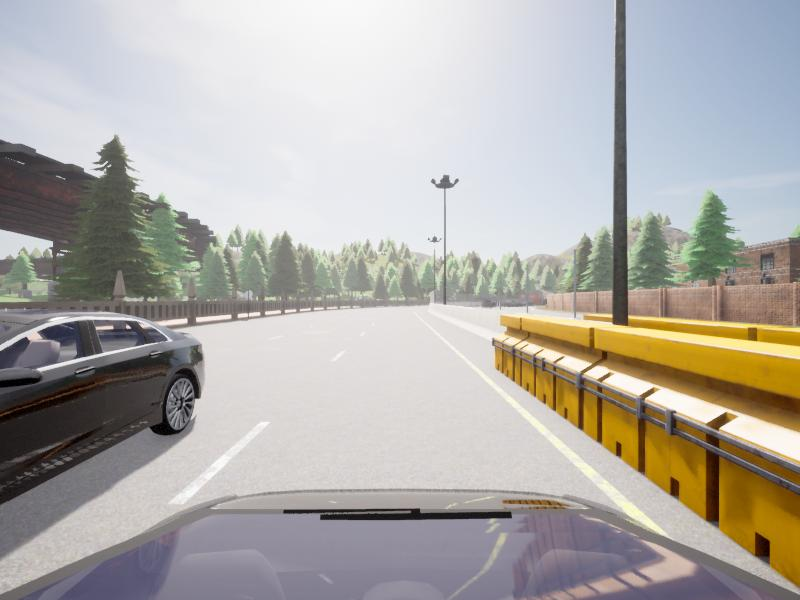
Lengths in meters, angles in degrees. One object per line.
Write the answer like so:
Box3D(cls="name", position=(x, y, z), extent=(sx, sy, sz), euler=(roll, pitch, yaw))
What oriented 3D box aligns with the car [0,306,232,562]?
Box3D(cls="car", position=(-3.500, 0.837, 3.363), extent=(2.128, 1.511, 4.902), euler=(0, 0, 0))
